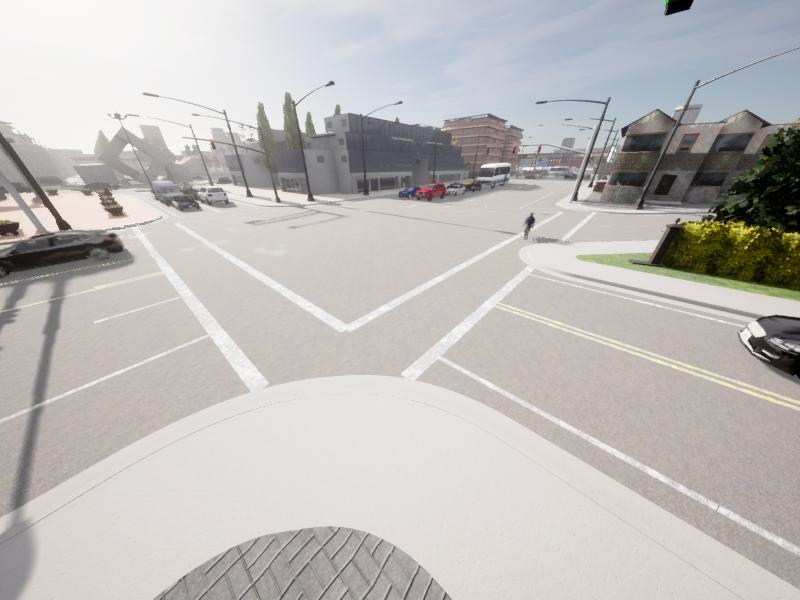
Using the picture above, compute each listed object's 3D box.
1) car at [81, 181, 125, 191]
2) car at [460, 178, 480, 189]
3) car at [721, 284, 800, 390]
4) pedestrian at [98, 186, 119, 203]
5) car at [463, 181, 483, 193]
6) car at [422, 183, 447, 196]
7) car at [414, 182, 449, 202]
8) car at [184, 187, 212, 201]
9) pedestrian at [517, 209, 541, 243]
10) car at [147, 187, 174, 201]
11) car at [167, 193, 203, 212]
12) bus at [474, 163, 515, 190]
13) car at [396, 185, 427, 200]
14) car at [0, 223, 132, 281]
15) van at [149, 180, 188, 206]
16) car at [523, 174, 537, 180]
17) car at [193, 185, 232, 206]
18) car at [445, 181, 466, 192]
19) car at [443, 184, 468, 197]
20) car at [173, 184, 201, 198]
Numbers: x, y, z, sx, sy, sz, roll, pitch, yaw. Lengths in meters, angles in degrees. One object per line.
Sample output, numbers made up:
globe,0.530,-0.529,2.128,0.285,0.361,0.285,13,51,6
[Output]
car,-59.666,-22.918,46.502,4.892,1.490,1.837,-15,33,-24
car,14.715,-24.380,48.283,1.882,1.535,5.008,23,39,34
car,10.595,1.434,4.315,4.902,1.511,2.128,23,37,34
pedestrian,-36.879,-13.357,29.253,0.751,1.860,0.751,10,31,17
car,13.383,-20.697,42.256,1.816,1.474,4.193,23,38,34
car,5.948,-18.877,39.331,1.837,1.490,4.892,22,38,34
car,4.495,-15.481,32.969,2.150,2.045,5.566,23,37,34
car,-29.555,-15.560,33.787,4.193,1.474,1.816,23,37,34
pedestrian,8.017,-4.607,14.376,0.751,1.860,0.751,21,36,32
car,-35.140,-15.621,33.838,3.633,1.501,1.845,22,37,33
car,-24.032,-10.937,25.780,4.193,1.474,1.816,23,37,34
bus,19.637,-25.762,47.774,3.944,4.253,10.273,23,39,34
car,1.789,-16.373,35.030,1.882,1.535,5.008,22,37,34
car,-16.826,-2.406,11.123,2.163,1.488,4.792,24,38,35
van,-29.986,-13.922,29.886,5.915,2.561,1.988,23,37,34
car,37.899,-35.862,67.429,2.033,1.411,5.357,23,36,34
car,-24.089,-13.486,29.622,5.566,2.045,2.150,23,37,34
car,10.656,-21.736,44.166,1.994,1.385,4.181,24,39,35
car,9.175,-18.068,37.952,1.812,1.442,4.674,23,38,34
car,-34.663,-17.825,37.543,5.238,1.638,1.930,23,37,34
